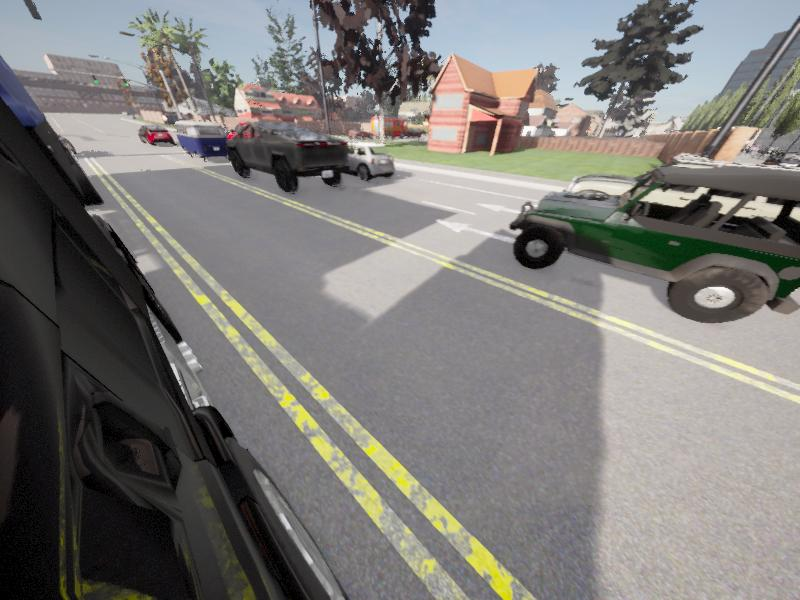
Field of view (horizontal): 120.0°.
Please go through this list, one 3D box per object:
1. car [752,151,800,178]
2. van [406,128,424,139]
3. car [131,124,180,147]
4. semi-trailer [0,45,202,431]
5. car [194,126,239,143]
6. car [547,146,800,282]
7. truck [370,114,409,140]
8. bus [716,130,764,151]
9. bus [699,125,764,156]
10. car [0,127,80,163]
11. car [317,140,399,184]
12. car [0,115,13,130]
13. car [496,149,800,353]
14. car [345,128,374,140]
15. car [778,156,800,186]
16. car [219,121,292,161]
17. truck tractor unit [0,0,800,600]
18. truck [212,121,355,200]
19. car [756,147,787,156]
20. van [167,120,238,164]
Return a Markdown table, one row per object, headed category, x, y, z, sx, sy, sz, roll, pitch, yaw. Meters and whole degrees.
| category | x | y | z | sx | sy | sz | roll | pitch | yaw |
| --- | --- | --- | --- | --- | --- | --- | --- | --- | --- |
| car | 31.483 | -11.108 | 18.856 | 1.789 | 1.549 | 3.705 | 28 | 44 | 30 |
| van | 3.458 | -38.505 | 53.391 | 1.775 | 1.987 | 4.442 | 25 | 42 | 27 |
| car | -23.035 | -15.534 | 21.738 | 4.514 | 1.525 | 2.007 | 28 | 44 | 30 |
| semi-trailer | -8.705 | -3.589 | 4.238 | 14.254 | 4.402 | 2.717 | 28 | 44 | 30 |
| car | -21.026 | -19.219 | 26.766 | 1.837 | 1.490 | 4.892 | -4 | 37 | -4 |
| car | 6.748 | -2.476 | 5.734 | 4.605 | 1.855 | 1.932 | 28 | 44 | 29 |
| truck | -1.947 | -35.139 | 47.083 | 2.891 | 3.827 | 8.468 | 27 | 43 | 29 |
| bus | 89.685 | -42.332 | 61.238 | 3.944 | 4.253 | 10.273 | 28 | 44 | 30 |
| bus | 62.256 | -30.344 | 43.894 | 3.944 | 4.253 | 10.273 | 28 | 44 | 30 |
| car | -20.761 | -9.006 | 13.317 | 1.994 | 1.385 | 4.181 | -28 | 46 | -34 |
| car | -2.144 | -7.154 | 11.795 | 3.806 | 1.475 | 1.970 | 28 | 44 | 30 |
| car | -51.595 | -22.582 | 29.344 | 3.633 | 1.501 | 1.845 | 28 | 44 | 30 |
| car | 4.169 | -1.267 | 3.970 | 3.866 | 1.878 | 1.905 | 28 | 44 | 29 |
| car | -7.280 | -30.396 | 42.311 | 2.152 | 1.651 | 5.027 | 27 | 43 | 29 |
| car | 27.512 | -8.292 | 14.954 | 1.970 | 1.475 | 3.806 | 28 | 44 | 30 |
| car | -10.773 | -11.959 | 17.238 | 5.566 | 2.045 | 2.150 | 28 | 44 | 30 |
| truck tractor unit | -2.645 | -0.295 | 0.351 | 6.516 | 4.208 | 3.053 | 28 | 44 | 30 |
| truck | -4.968 | -6.126 | 9.751 | 6.274 | 2.098 | 2.390 | 28 | 44 | 30 |
| car | 72.871 | -29.219 | 45.429 | 1.895 | 1.301 | 4.718 | 28 | 44 | 30 |
| van | -12.743 | -10.243 | 14.891 | 4.442 | 1.987 | 1.775 | 28 | 44 | 30 |
